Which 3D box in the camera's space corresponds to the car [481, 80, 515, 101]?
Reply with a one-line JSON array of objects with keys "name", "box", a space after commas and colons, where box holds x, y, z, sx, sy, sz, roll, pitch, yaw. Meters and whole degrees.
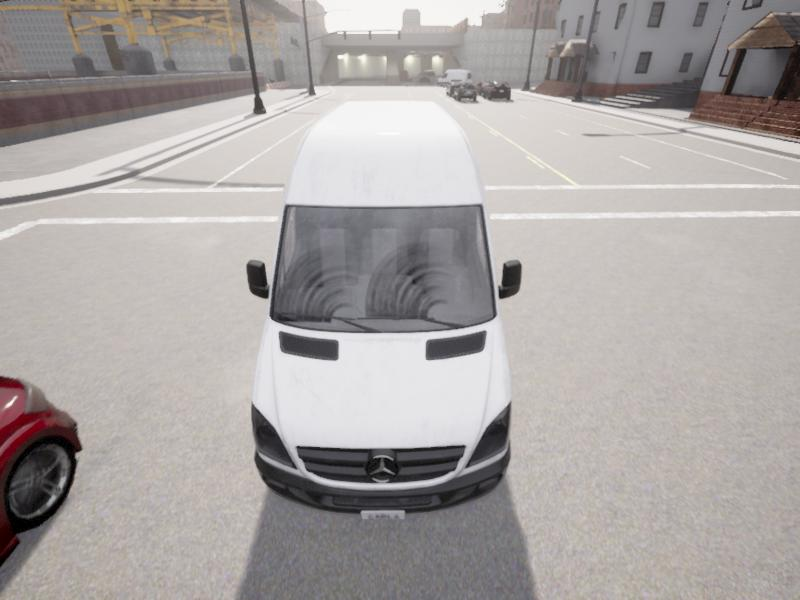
[{"name": "car", "box": [10.029, -21.667, 41.351, 2.242, 1.667, 4.611, 0, 30, 0]}]

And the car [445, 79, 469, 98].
[{"name": "car", "box": [6.494, -24.424, 46.085, 1.930, 1.638, 5.238, -1, 30, -2]}]

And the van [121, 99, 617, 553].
[{"name": "van", "box": [-0.144, -0.775, 4.803, 1.988, 2.561, 5.915, 0, 30, 0]}]

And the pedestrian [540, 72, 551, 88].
[{"name": "pedestrian", "box": [19.420, -29.274, 53.269, 0.751, 1.860, 0.751, -10, 32, -16]}]

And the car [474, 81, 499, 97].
[{"name": "car", "box": [10.097, -24.983, 47.238, 1.812, 1.442, 4.674, -1, 30, -2]}]

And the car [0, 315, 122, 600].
[{"name": "car", "box": [-3.608, 1.768, 1.613, 1.994, 1.385, 4.181, 0, 30, 0]}]

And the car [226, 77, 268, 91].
[{"name": "car", "box": [-21.778, -30.877, 57.124, 2.038, 1.542, 4.974, 25, 39, 36]}]

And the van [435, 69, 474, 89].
[{"name": "van", "box": [8.757, -35.857, 64.795, 5.915, 2.561, 1.988, 23, 37, 32]}]

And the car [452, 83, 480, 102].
[{"name": "car", "box": [6.545, -20.793, 39.996, 2.007, 1.525, 4.514, 0, 30, 0]}]
